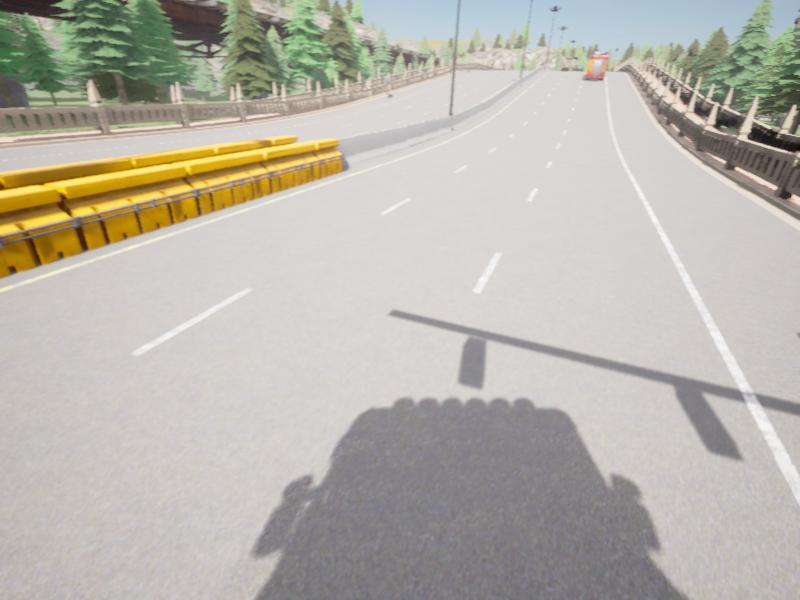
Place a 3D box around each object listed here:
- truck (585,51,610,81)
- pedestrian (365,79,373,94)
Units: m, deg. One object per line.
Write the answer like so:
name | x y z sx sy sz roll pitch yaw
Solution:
truck | 33.761 -40.106 68.424 2.891 3.827 8.468 12 36 19
pedestrian | -4.261 -29.268 54.863 0.751 1.860 0.751 12 29 19
